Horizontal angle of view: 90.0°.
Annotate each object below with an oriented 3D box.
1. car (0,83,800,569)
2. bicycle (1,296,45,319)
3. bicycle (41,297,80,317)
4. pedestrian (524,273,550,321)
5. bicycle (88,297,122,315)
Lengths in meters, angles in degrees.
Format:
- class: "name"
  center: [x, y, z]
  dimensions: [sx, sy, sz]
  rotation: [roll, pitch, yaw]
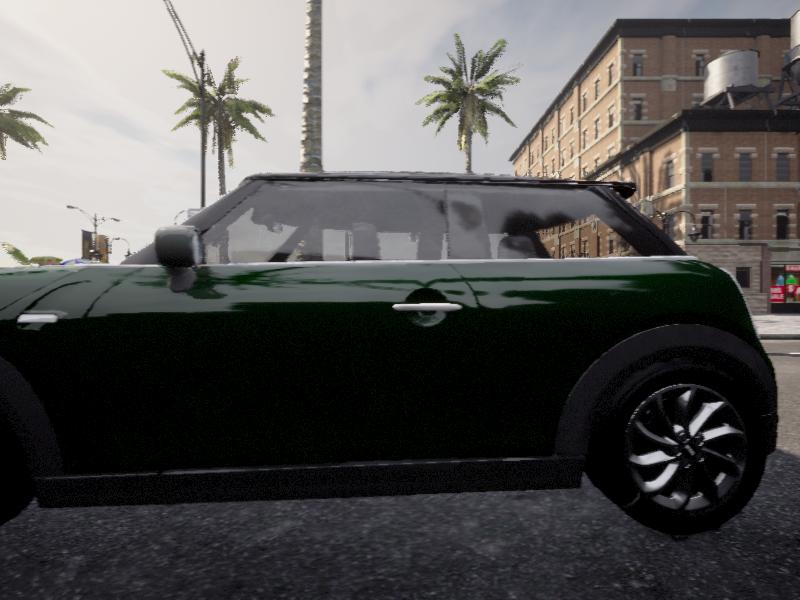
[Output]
- class: "car"
  center: [-0.489, 0.094, 2.567]
  dimensions: [4.553, 1.767, 2.097]
  rotation: [0, 0, -4]
- class: "bicycle"
  center: [-17.057, 0.342, 18.109]
  dimensions: [1.643, 1.024, 0.373]
  rotation: [0, 0, 0]
- class: "bicycle"
  center: [-17.057, 0.342, 20.122]
  dimensions: [1.643, 1.024, 0.373]
  rotation: [0, 0, 0]
- class: "pedestrian"
  center: [5.409, -0.117, 15.807]
  dimensions: [0.751, 1.860, 0.751]
  rotation: [0, 0, -4]
- class: "bicycle"
  center: [-17.057, 0.342, 23.139]
  dimensions: [1.643, 1.024, 0.373]
  rotation: [0, 0, 0]
